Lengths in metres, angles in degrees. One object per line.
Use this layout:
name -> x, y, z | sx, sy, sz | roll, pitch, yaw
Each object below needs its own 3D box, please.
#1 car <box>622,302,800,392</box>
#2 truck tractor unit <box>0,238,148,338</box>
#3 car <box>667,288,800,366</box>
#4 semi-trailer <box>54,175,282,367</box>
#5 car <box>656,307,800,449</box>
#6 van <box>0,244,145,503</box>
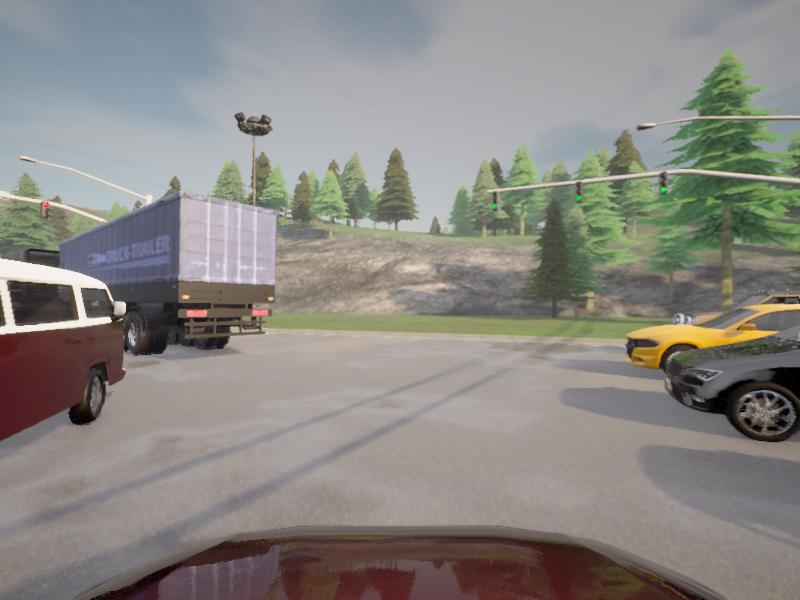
car -> 7.251, 0.816, 7.759 | 5.008, 1.535, 1.882 | 0, 0, 24
truck tractor unit -> -16.009, -0.527, 19.301 | 6.516, 4.208, 3.053 | 0, 0, 18
car -> 9.878, 0.647, 10.417 | 4.605, 1.855, 1.932 | 1, 0, 24
semi-trailer -> -9.627, -0.633, 14.814 | 14.254, 4.402, 2.717 | 0, -1, 41
car -> 5.602, 0.850, 4.655 | 4.193, 1.474, 1.816 | 0, 0, 24
van -> -4.415, 0.571, 3.845 | 2.069, 2.038, 4.480 | 1, 0, -16
